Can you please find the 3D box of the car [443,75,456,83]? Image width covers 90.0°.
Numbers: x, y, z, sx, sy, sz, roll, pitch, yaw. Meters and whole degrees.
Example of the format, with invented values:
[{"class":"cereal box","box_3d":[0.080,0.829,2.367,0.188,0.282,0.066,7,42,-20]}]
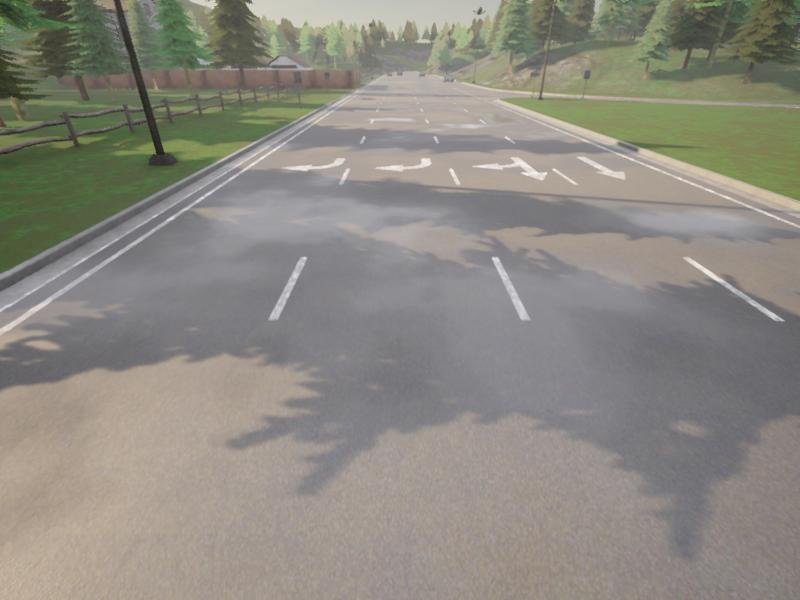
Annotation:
[{"class":"car","box_3d":[10.443,-47.169,85.297,2.128,1.511,4.902,0,30,0]}]
